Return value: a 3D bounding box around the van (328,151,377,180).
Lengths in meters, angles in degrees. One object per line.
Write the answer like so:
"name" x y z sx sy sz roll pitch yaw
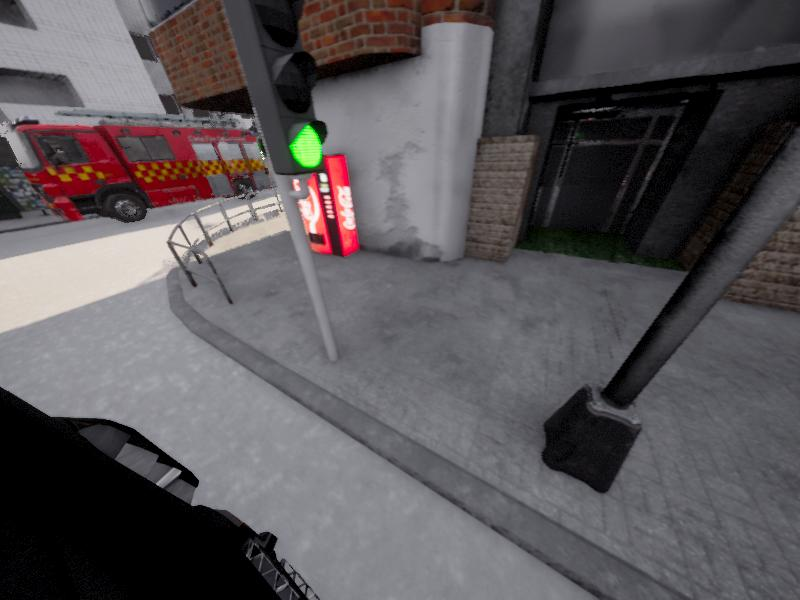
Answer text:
"van" -4.246 -12.638 21.622 1.775 1.987 4.442 16 38 26

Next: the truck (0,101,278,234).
"truck" -11.206 -6.528 11.232 2.891 3.827 8.468 15 38 26
